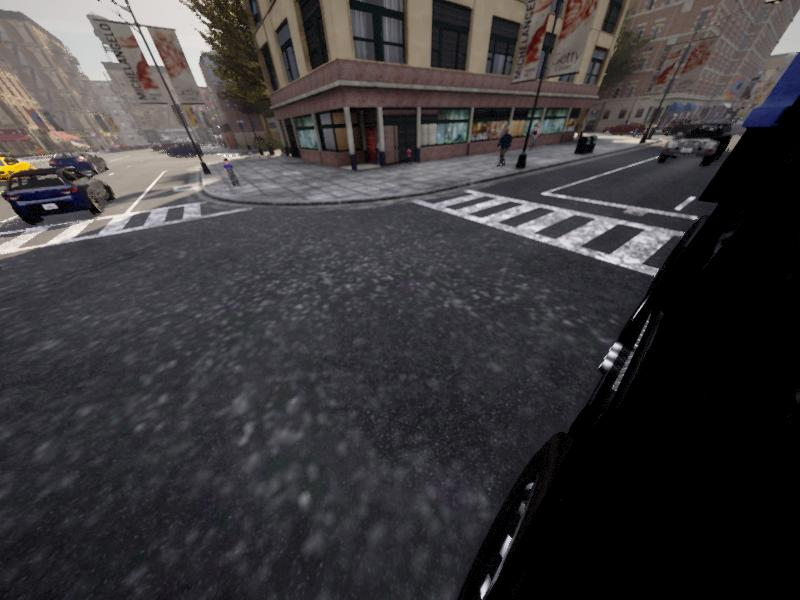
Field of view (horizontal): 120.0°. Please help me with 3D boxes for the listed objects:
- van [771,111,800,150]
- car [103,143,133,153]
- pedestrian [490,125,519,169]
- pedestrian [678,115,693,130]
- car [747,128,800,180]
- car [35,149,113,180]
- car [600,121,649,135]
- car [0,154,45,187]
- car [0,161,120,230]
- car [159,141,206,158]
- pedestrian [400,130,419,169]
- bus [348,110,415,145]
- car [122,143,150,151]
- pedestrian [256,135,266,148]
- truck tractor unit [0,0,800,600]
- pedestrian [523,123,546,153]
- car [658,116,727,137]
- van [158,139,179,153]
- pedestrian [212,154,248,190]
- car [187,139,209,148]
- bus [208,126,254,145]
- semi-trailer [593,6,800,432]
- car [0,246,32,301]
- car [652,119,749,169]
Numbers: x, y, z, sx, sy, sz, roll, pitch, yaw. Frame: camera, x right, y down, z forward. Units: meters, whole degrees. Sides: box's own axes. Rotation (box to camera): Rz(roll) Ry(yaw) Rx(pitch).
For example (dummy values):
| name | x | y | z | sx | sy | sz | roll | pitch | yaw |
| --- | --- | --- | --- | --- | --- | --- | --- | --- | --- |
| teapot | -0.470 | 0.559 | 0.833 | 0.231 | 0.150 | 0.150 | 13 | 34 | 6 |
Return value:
| name | x | y | z | sx | sy | sz | roll | pitch | yaw |
| --- | --- | --- | --- | --- | --- | --- | --- | --- | --- |
| van | 29.378 | -12.270 | 16.233 | 6.366 | 2.431 | 2.351 | -25 | 42 | -27 |
| car | -62.429 | -33.766 | 51.319 | 2.002 | 1.452 | 4.674 | -11 | 38 | -12 |
| pedestrian | 5.536 | -8.127 | 12.314 | 0.751 | 1.860 | 0.751 | -31 | 45 | -32 |
| pedestrian | 45.843 | -28.473 | 37.077 | 0.751 | 1.860 | 0.751 | 28 | 47 | 34 |
| car | 17.059 | -6.147 | 9.583 | 4.792 | 1.488 | 2.163 | -25 | 42 | -27 |
| car | -25.837 | -11.056 | 18.616 | 2.152 | 1.651 | 5.027 | -25 | 42 | -27 |
| car | 34.486 | -26.470 | 35.649 | 1.882 | 1.535 | 5.008 | -29 | 44 | -31 |
| car | -28.059 | -9.101 | 16.208 | 1.882 | 1.535 | 5.008 | -26 | 43 | -28 |
| car | -12.628 | -4.116 | 8.665 | 1.816 | 1.474 | 4.193 | -27 | 43 | -29 |
| car | -29.114 | -20.201 | 31.050 | 3.988 | 1.617 | 1.851 | -1 | 37 | 1 |
| pedestrian | 0.535 | -8.715 | 13.401 | 0.751 | 1.860 | 0.751 | -26 | 43 | -28 |
| bus | -2.820 | -28.848 | 38.799 | 10.273 | 4.253 | 3.944 | -24 | 42 | -28 |
| car | -63.777 | -37.003 | 55.852 | 1.895 | 1.301 | 4.718 | -5 | 37 | -4 |
| pedestrian | -23.390 | -26.612 | 38.768 | 0.751 | 1.860 | 0.751 | -25 | 42 | -27 |
| truck tractor unit | 2.645 | -0.295 | 0.351 | 6.516 | 4.208 | 3.053 | -28 | 44 | -30 |
| pedestrian | 10.496 | -12.672 | 18.089 | 0.751 | 1.860 | 0.751 | -18 | 39 | -20 |
| car | 34.841 | -20.797 | 27.758 | 1.932 | 1.855 | 4.605 | -5 | 37 | -6 |
| van | -43.376 | -29.041 | 43.410 | 1.775 | 1.987 | 4.442 | -23 | 42 | -25 |
| pedestrian | -7.768 | -5.882 | 10.584 | 0.751 | 1.300 | 0.751 | 30 | 47 | 36 |
| car | -50.135 | -38.921 | 57.446 | 2.163 | 1.488 | 4.792 | -8 | 37 | -7 |
| bus | -50.055 | -49.324 | 69.026 | 3.944 | 4.253 | 10.273 | 8 | 38 | 13 |
| semi-trailer | 9.006 | -3.372 | 3.906 | 14.254 | 4.402 | 2.717 | -24 | 42 | -26 |
| car | -7.011 | 0.520 | 2.197 | 2.033 | 1.411 | 5.357 | -25 | 42 | -27 |
| car | 16.057 | -8.436 | 12.372 | 4.605 | 1.855 | 1.932 | -25 | 42 | -27 |
